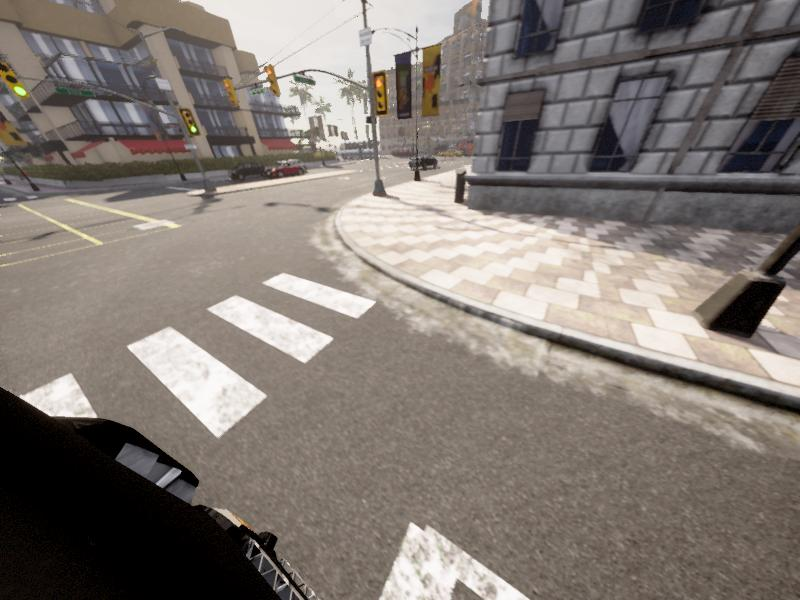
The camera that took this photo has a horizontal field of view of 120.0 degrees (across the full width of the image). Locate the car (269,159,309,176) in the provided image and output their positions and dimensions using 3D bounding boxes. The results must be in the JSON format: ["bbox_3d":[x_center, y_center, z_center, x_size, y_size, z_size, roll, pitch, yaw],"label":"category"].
[{"bbox_3d":[-13.644,-16.467,28.588,1.970,1.475,3.806,16,38,26],"label":"car"}]

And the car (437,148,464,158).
[{"bbox_3d":[10.560,-31.006,48.743,5.366,1.575,1.801,3,34,9],"label":"car"}]

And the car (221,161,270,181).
[{"bbox_3d":[-16.385,-13.823,24.714,1.789,1.549,3.705,16,38,26],"label":"car"}]

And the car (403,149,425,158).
[{"bbox_3d":[3.397,-36.398,57.383,5.238,1.638,1.930,16,38,27],"label":"car"}]

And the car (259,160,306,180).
[{"bbox_3d":[-12.389,-13.873,24.566,1.970,1.475,3.806,16,38,26],"label":"car"}]

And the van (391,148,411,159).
[{"bbox_3d":[0.155,-35.256,55.568,4.442,1.987,1.775,16,38,27],"label":"van"}]

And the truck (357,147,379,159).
[{"bbox_3d":[-8.732,-40.317,63.453,5.204,2.467,2.627,16,38,27],"label":"truck"}]

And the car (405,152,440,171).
[{"bbox_3d":[2.708,-16.082,26.774,2.128,1.511,4.902,16,38,26],"label":"car"}]

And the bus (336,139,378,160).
[{"bbox_3d":[-11.363,-39.505,60.793,10.273,4.253,3.944,16,38,27],"label":"bus"}]

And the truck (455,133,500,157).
[{"bbox_3d":[16.563,-33.418,49.919,8.468,3.827,2.891,16,38,27],"label":"truck"}]
